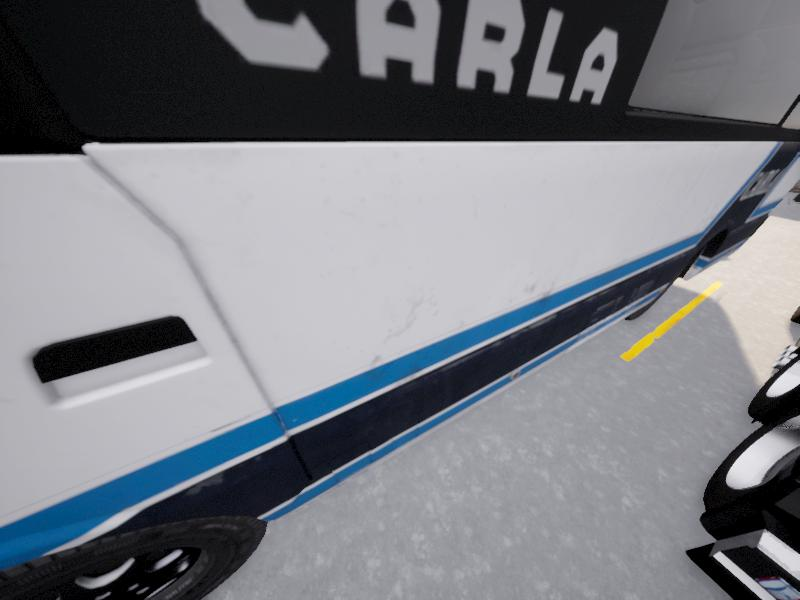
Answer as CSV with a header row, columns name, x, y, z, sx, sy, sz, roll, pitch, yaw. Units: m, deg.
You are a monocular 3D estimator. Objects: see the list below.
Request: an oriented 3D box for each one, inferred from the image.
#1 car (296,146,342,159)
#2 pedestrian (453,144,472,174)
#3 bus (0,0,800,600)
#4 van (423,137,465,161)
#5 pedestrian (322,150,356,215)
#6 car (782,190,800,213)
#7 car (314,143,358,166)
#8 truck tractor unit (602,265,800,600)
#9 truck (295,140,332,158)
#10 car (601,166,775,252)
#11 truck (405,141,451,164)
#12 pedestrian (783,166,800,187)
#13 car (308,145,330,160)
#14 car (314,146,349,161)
name,x,y,z,sx,sy,sz,roll,pitch,yaw
car,-10.993,-20.142,31.489,5.357,1.415,2.033,-18,39,-24
pedestrian,4.658,-10.493,17.246,0.751,1.860,0.751,-18,39,-24
bus,1.121,-1.535,2.490,10.273,4.253,3.944,-17,38,-23
van,5.710,-20.436,31.161,1.988,2.561,5.915,-18,39,-24
pedestrian,-2.050,-3.956,7.816,0.751,1.860,0.751,-13,37,-18
car,17.517,-3.302,7.521,2.038,1.542,4.974,-18,39,-24
car,-6.626,-15.298,24.158,3.866,1.878,1.905,-18,39,-24
truck tractor unit,5.113,-0.298,0.784,6.516,4.208,3.053,-18,39,-24
truck,-12.795,-22.421,34.204,4.478,2.038,2.069,-18,39,-24
car,8.912,-3.078,7.156,4.902,1.511,2.128,-20,40,-27
truck,3.189,-18.128,28.213,2.390,2.098,6.274,-17,39,-24
pedestrian,23.297,-7.494,13.067,0.751,1.860,0.751,-15,38,-21
car,-11.020,-20.043,31.222,1.789,1.547,3.705,-18,39,-24
car,-8.334,-17.971,28.282,3.633,1.501,1.845,-18,39,-24
